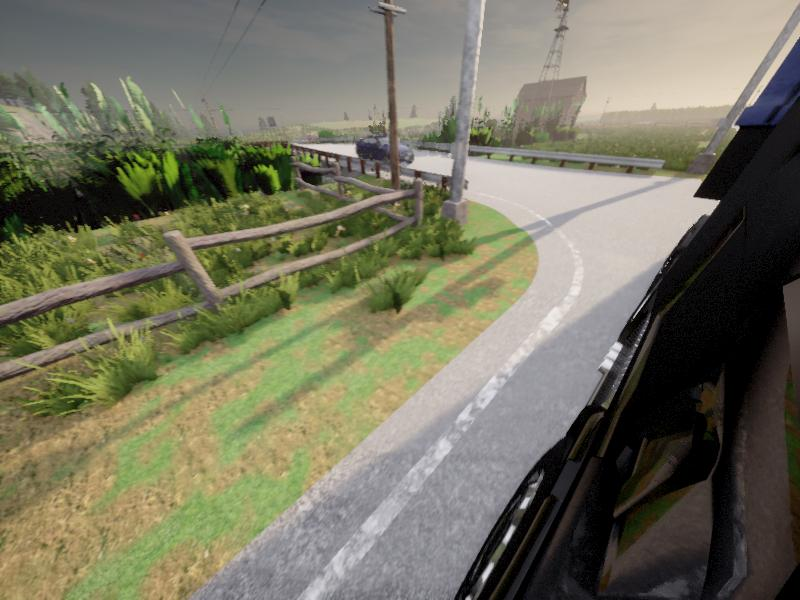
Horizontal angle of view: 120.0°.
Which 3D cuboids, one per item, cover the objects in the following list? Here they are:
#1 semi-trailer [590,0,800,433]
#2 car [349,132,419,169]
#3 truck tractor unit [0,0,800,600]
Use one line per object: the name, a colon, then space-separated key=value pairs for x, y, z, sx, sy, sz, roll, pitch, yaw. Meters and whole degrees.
semi-trailer: x=9.181 y=-3.196 z=3.729 sx=14.254 sy=4.402 sz=2.717 roll=-22 pitch=41 yaw=-24
car: x=-1.104 y=-9.422 z=14.399 sx=1.812 sy=1.442 sz=4.674 roll=-28 pitch=46 yaw=-30
truck tractor unit: x=2.645 y=-0.295 z=0.351 sx=6.516 sy=4.208 sz=3.053 roll=-28 pitch=44 yaw=-30
